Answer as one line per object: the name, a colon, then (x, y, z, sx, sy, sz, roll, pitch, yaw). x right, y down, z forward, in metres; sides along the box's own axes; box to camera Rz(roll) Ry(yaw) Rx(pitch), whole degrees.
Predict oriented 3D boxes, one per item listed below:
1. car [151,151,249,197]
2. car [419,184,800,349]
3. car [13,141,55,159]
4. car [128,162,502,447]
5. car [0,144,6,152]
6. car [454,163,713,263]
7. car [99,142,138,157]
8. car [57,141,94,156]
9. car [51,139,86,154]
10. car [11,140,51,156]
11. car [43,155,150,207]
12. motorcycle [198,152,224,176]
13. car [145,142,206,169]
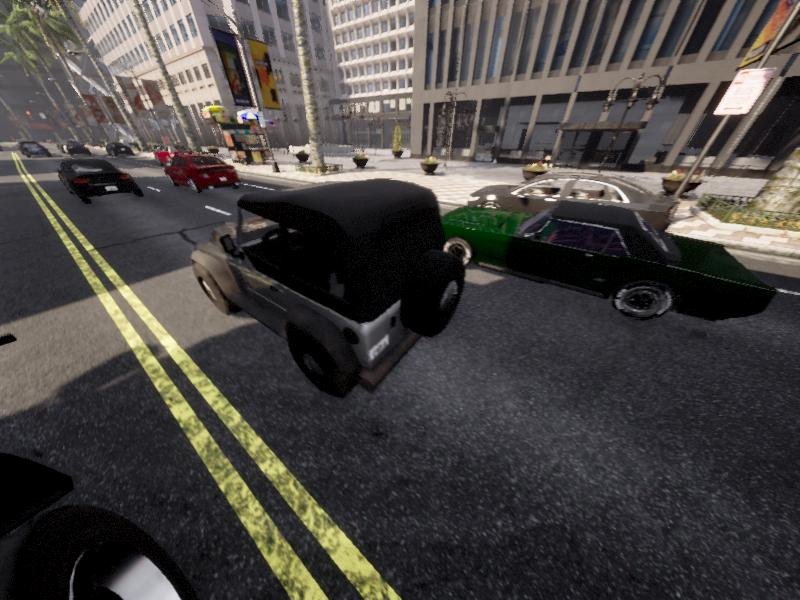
car: (-10.278, -6.607, 11.850, 5.008, 1.535, 1.882, 22, 41, 28)
car: (2.914, -1.122, 4.400, 4.718, 1.301, 1.895, 22, 41, 28)
car: (-44.928, -18.514, 28.345, 4.856, 1.649, 2.033, 23, 41, 28)
car: (-1.142, -0.558, 3.048, 3.866, 1.878, 1.905, 22, 41, 28)
car: (-65.898, -24.728, 37.095, 4.792, 1.488, 2.163, 23, 41, 28)
car: (4.391, -2.790, 6.572, 4.892, 1.521, 2.231, 22, 41, 28)
car: (-37.460, -20.078, 30.760, 4.792, 1.488, 2.163, 22, 41, 28)
car: (-44.307, -20.698, 31.531, 4.974, 1.542, 2.038, 23, 41, 28)
car: (-49.402, -22.933, 34.425, 4.553, 1.767, 2.097, 23, 41, 28)
car: (-50.482, -20.851, 31.572, 4.611, 1.667, 2.242, 23, 41, 28)
car: (-13.306, -5.342, 10.109, 4.674, 1.442, 1.812, 22, 41, 28)
motorcycle: (-13.720, -9.957, 16.845, 0.764, 1.277, 2.356, -15, 38, -20)
car: (-19.655, -12.719, 20.215, 4.553, 1.767, 2.185, 22, 41, 28)
